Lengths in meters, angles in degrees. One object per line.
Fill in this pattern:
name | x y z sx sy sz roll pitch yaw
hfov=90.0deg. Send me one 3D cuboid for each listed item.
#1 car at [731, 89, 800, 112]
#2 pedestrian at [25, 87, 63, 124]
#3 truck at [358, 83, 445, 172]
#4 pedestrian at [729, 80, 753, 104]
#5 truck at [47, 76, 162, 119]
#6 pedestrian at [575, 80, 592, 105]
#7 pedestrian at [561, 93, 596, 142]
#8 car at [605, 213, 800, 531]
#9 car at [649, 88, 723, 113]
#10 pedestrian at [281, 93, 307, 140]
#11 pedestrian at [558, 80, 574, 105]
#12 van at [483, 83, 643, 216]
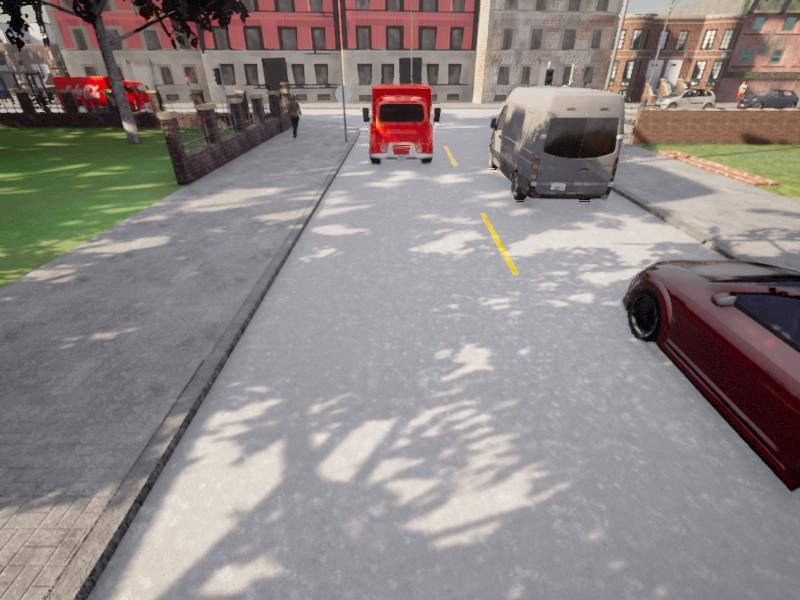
car | 28.308 -15.370 30.818 3.633 1.501 1.845 0 30 0
pedestrian | -20.526 -11.205 23.100 0.751 1.860 0.751 0 30 0
truck | 0.052 -6.634 14.935 2.627 2.467 5.204 0 30 0
pedestrian | 31.082 -18.963 36.485 0.751 1.860 0.751 -6 31 -10
truck | -19.811 -13.779 27.155 5.204 2.467 2.627 0 30 -1
pedestrian | 15.839 -17.940 34.636 0.751 1.860 0.751 1 30 1
pedestrian | 7.915 -8.093 17.759 0.751 1.860 0.751 -16 34 -25
car | 4.031 0.526 3.760 1.994 1.385 4.181 0 30 0
car | 21.949 -15.415 30.818 3.988 1.617 1.851 0 30 0
pedestrian | -4.800 -8.320 18.165 0.751 1.860 0.751 0 30 -1
pedestrian | 14.540 -18.197 35.075 0.751 1.860 0.751 -6 31 -10
van | 3.992 -4.588 11.358 1.988 2.561 5.915 0 30 1
